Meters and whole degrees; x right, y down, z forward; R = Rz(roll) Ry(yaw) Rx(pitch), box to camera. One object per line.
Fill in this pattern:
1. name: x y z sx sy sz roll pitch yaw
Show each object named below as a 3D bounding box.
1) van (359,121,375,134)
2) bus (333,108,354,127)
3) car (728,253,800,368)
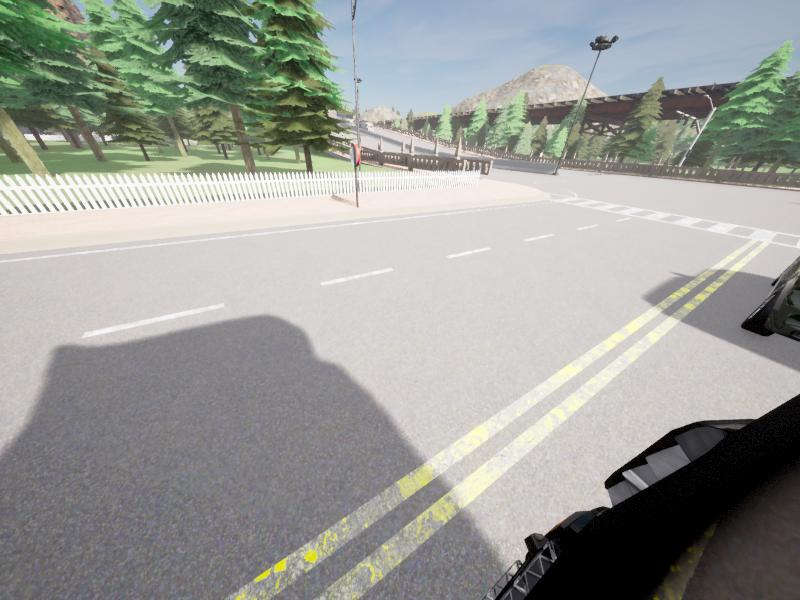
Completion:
1. van: -10.450 -53.717 71.923 2.351 2.431 6.366 -17 46 -27
2. bus: -20.345 -65.739 83.257 3.944 4.253 10.273 -17 46 -27
3. car: 7.414 -0.200 3.201 4.553 1.767 2.097 -16 38 -26
